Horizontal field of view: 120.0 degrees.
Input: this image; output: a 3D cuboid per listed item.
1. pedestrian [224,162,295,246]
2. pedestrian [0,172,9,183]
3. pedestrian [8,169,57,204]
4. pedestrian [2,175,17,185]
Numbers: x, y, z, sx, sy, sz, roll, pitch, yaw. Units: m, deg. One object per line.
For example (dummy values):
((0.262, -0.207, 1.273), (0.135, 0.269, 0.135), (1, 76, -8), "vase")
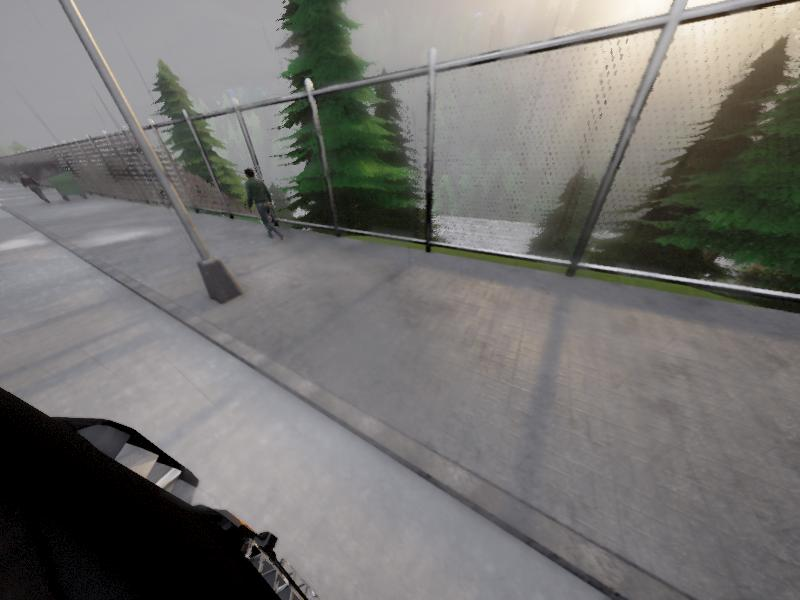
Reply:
((-3.594, -2.499, 6.052), (0.751, 1.860, 0.751), (16, 38, 26), "pedestrian")
((-61.854, -19.138, 35.573), (0.751, 1.860, 0.751), (14, 37, 24), "pedestrian")
((-22.929, -7.088, 14.454), (0.751, 1.860, 0.751), (16, 38, 26), "pedestrian")
((-52.140, -16.046, 30.861), (0.500, 1.100, 0.500), (17, 39, 27), "pedestrian")
